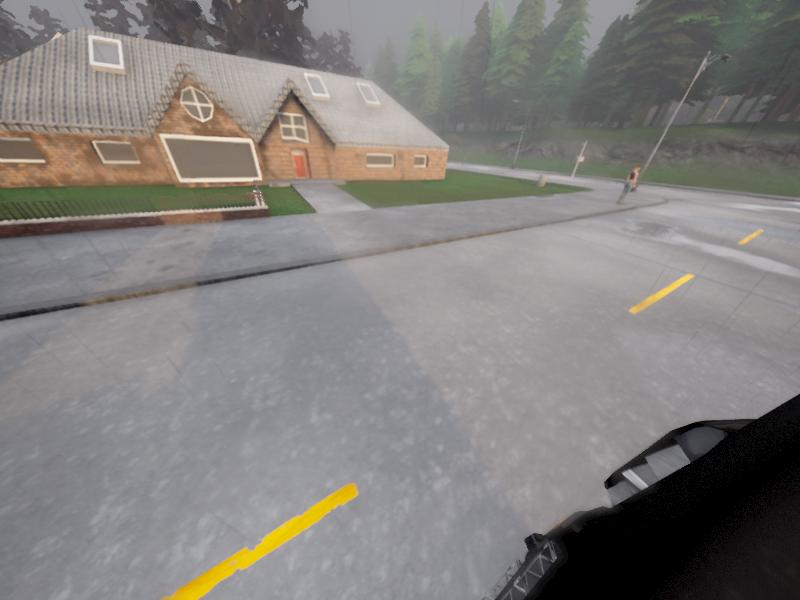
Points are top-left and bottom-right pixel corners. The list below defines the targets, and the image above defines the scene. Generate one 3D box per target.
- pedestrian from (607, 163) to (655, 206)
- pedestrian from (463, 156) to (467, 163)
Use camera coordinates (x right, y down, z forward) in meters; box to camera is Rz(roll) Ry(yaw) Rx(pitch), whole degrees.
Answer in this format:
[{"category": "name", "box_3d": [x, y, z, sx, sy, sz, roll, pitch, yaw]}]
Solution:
[{"category": "pedestrian", "box_3d": [11.724, -5.870, 11.805, 0.751, 1.860, 0.751, 5, 34, 2]}, {"category": "pedestrian", "box_3d": [12.422, -26.842, 44.131, 0.500, 1.100, 0.500, -16, 38, -27]}]
